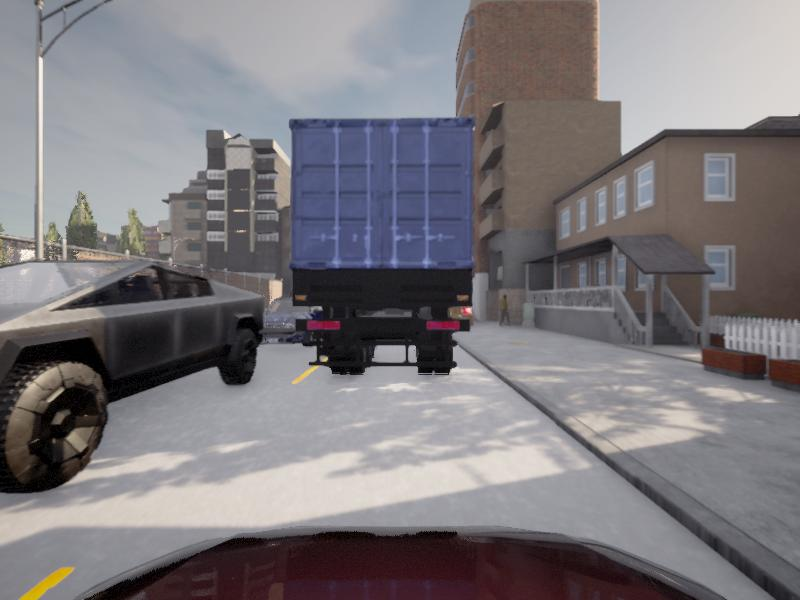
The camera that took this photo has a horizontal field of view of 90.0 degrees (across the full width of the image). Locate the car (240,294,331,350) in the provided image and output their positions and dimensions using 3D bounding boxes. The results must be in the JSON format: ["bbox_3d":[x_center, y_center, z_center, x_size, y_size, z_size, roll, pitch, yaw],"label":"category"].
[{"bbox_3d":[-3.998,0.692,14.883,2.097,1.767,4.553,0,0,0],"label":"car"}]

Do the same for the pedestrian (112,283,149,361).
[{"bbox_3d":[-6.835,0.530,10.145,0.751,1.860,0.751,0,0,-35],"label":"pedestrian"}]

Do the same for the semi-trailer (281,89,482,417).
[{"bbox_3d":[-0.117,-0.620,12.515,2.717,4.402,14.254,0,0,1],"label":"semi-trailer"}]

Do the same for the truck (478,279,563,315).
[{"bbox_3d":[13.114,-0.332,44.040,8.468,3.827,2.891,0,0,0],"label":"truck"}]

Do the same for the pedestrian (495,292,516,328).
[{"bbox_3d":[5.577,0.528,21.219,0.751,1.860,0.751,0,0,-25],"label":"pedestrian"}]

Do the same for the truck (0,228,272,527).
[{"bbox_3d":[-3.992,0.541,5.589,2.390,2.098,6.274,0,0,0],"label":"truck"}]

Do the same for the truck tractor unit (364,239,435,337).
[{"bbox_3d":[-0.006,-0.523,20.427,3.053,4.208,6.516,0,0,0],"label":"truck tractor unit"}]
